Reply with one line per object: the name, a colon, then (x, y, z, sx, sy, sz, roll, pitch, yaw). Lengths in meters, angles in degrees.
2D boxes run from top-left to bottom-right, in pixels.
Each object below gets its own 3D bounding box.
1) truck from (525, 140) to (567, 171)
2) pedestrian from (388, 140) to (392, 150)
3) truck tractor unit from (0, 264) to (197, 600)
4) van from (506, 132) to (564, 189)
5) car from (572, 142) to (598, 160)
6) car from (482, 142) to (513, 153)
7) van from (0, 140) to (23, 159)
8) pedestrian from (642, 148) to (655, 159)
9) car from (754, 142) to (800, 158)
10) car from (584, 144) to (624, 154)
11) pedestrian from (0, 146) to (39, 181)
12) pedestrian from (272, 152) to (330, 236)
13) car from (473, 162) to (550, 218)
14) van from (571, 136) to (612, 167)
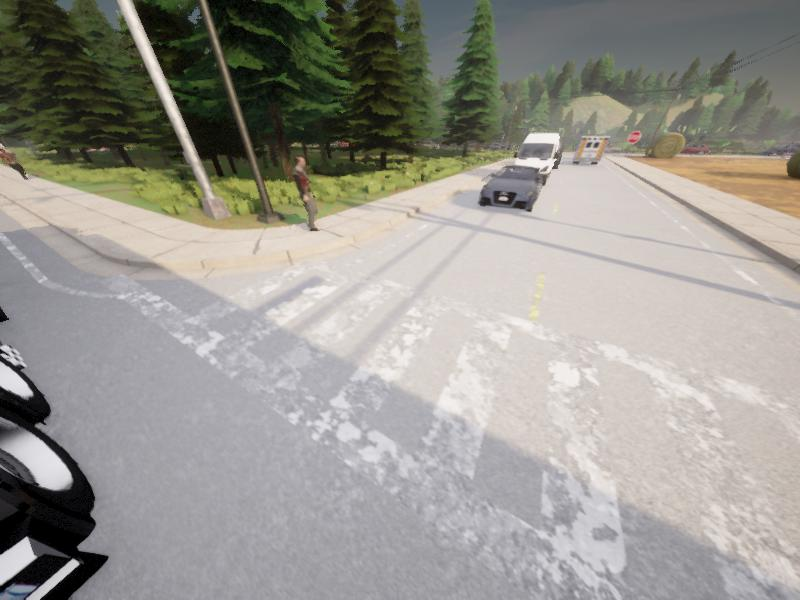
truck: (13.808, -13.703, 21.719, 2.390, 2.098, 6.274, 19, 39, 25)
pedestrian: (-2.310, -35.712, 53.254, 0.751, 1.860, 0.751, 26, 43, 32)
truck tractor unit: (-5.109, -0.304, 0.775, 6.516, 4.208, 3.053, 18, 39, 24)
van: (8.617, -8.960, 14.578, 1.988, 2.561, 5.915, 19, 39, 25)
car: (23.720, -19.222, 29.729, 1.905, 1.878, 3.866, 19, 39, 25)
car: (19.290, -30.339, 45.859, 5.238, 1.638, 1.930, 21, 40, 27)
van: (-63.849, -23.007, 35.353, 2.351, 2.431, 6.366, -8, 36, -10)
pedestrian: (29.978, -17.703, 27.871, 0.500, 1.100, 0.500, 13, 37, 19)
car: (52.469, -20.144, 30.986, 4.856, 1.649, 2.033, 21, 40, 27)
car: (35.297, -26.223, 40.133, 4.718, 1.301, 1.895, 15, 38, 20)
pedestrian: (-24.315, -8.579, 14.539, 0.751, 1.860, 0.751, 13, 37, 18)
pedestrian: (-2.472, -2.714, 5.999, 0.751, 1.860, 0.751, 2, 35, 3)
car: (4.762, -4.796, 9.662, 1.994, 1.385, 4.181, 19, 39, 25)
van: (20.012, -15.902, 24.532, 2.351, 2.431, 6.366, 19, 39, 25)
